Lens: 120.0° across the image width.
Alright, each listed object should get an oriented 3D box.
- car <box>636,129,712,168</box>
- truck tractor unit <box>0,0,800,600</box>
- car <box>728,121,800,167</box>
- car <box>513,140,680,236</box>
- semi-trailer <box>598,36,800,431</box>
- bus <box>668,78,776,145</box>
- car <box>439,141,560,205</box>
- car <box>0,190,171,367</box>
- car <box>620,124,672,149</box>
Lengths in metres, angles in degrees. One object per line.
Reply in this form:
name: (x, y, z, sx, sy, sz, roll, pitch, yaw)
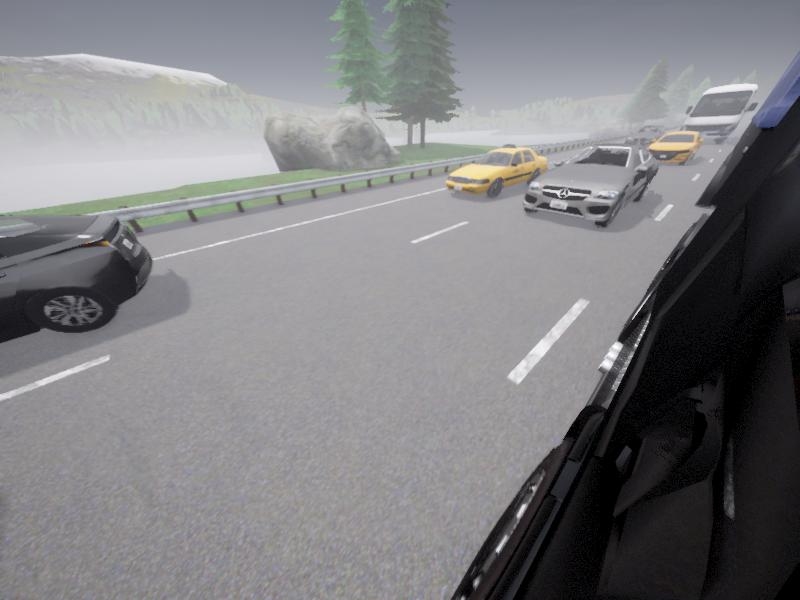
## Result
car: (16.328, -9.098, 13.739, 5.008, 1.535, 1.882, -28, 43, -30)
truck tractor unit: (2.645, -0.295, 0.351, 6.516, 4.208, 3.053, -28, 44, -30)
car: (20.267, -8.574, 12.560, 4.553, 1.767, 2.097, -28, 43, -30)
car: (5.918, -3.650, 6.917, 5.027, 1.651, 2.152, -28, 43, -30)
semi-trailer: (8.699, -3.575, 4.268, 14.254, 4.402, 2.717, -28, 43, -30)
bus: (31.211, -17.981, 22.595, 10.273, 4.253, 3.944, -27, 43, -30)
car: (4.132, -5.399, 9.441, 5.366, 1.575, 1.801, -28, 43, -30)
car: (-6.097, 0.013, 2.776, 4.514, 1.525, 2.007, -28, 43, -30)
car: (23.430, -15.600, 22.017, 4.611, 1.667, 2.242, -28, 43, -30)
